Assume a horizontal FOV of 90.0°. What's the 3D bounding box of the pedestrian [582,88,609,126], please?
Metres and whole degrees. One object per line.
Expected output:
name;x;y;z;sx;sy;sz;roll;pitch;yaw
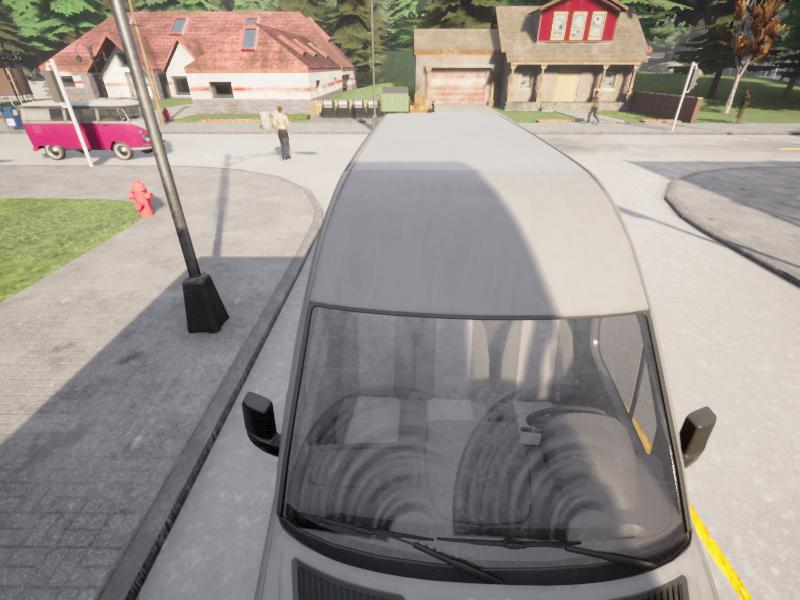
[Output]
pedestrian;11.010;-10.898;22.586;0.751;1.860;0.751;-1;30;-2

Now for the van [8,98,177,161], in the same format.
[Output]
van;-11.352;-6.449;15.094;4.442;1.987;1.775;0;30;1

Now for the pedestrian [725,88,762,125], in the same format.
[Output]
pedestrian;19.443;-10.961;22.695;0.751;1.860;0.751;0;30;0

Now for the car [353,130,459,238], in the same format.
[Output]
car;-0.058;-2.928;9.493;1.789;1.549;3.705;-5;31;-8

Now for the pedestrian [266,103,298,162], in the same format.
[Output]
pedestrian;-4.249;-6.084;14.547;0.751;1.860;0.751;-2;30;-4

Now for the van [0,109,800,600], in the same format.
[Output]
van;0.418;0.049;3.431;1.988;2.561;5.915;1;30;2
